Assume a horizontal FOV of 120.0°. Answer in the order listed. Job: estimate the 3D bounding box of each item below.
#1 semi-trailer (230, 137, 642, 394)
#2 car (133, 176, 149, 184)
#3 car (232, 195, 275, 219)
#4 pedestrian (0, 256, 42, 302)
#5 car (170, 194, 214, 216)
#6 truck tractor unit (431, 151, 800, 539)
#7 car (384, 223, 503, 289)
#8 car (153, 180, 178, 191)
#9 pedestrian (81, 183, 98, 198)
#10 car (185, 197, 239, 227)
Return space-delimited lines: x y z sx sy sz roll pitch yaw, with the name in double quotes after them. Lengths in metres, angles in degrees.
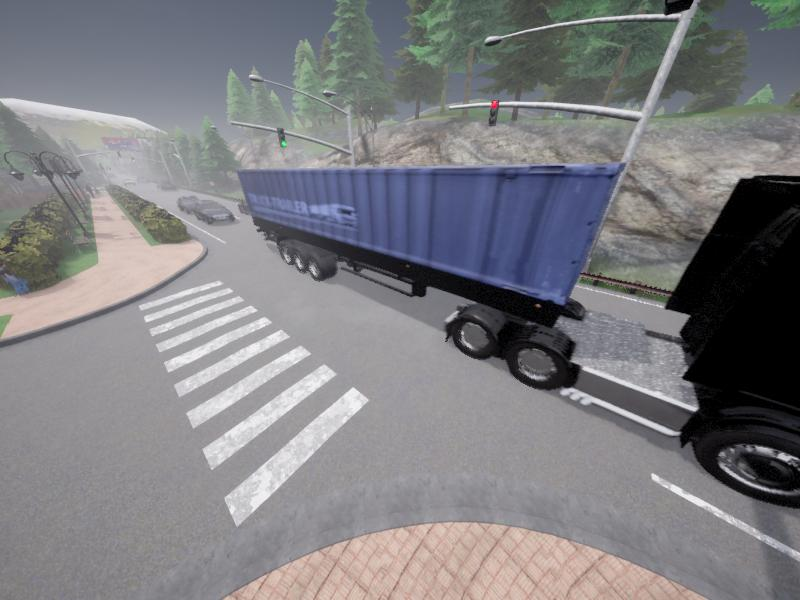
-1.693 -2.783 8.689 14.254 4.402 2.717 24 38 35 "semi-trailer"
-75.783 -35.206 67.656 4.611 1.667 2.242 23 37 34 "car"
-14.189 -9.097 22.363 3.988 1.617 1.851 23 37 34 "car"
-13.905 -0.756 8.195 0.751 1.300 0.751 17 34 26 "pedestrian"
-21.372 -9.807 23.688 4.902 1.511 2.128 23 37 34 "car"
4.275 -0.128 4.209 6.516 4.208 3.053 23 37 35 "truck tractor unit"
1.778 -2.264 10.655 4.792 1.488 2.163 23 37 34 "car"
-46.934 -22.898 46.203 4.611 1.667 2.242 20 35 30 "car"
-44.515 -15.678 33.156 0.751 1.860 0.751 23 37 34 "pedestrian"
-16.180 -7.653 19.841 4.856 1.649 2.033 23 37 34 "car"
